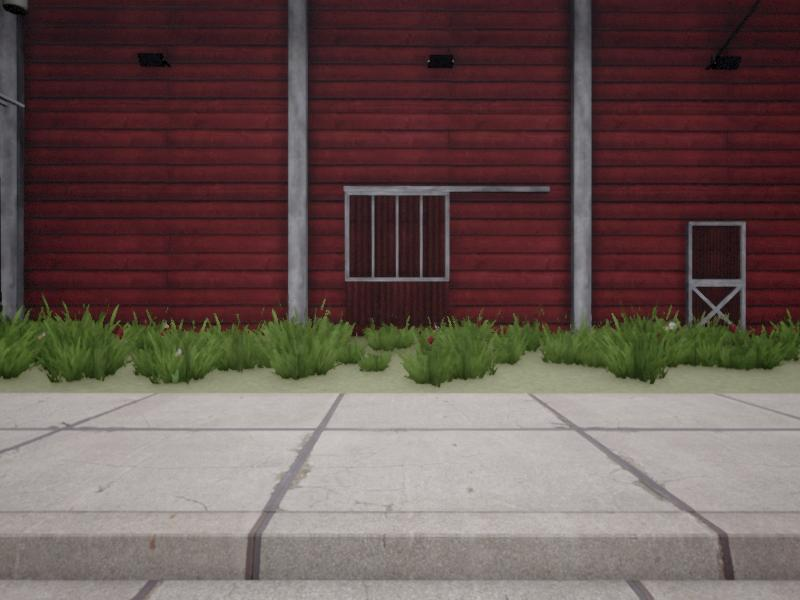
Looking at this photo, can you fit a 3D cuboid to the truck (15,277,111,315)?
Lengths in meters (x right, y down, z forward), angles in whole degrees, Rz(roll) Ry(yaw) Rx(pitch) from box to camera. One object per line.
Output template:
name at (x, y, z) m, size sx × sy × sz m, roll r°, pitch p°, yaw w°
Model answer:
truck at (-24.074, -0.275, 28.942) m, size 2.627 × 2.467 × 5.204 m, roll 0°, pitch 0°, yaw -1°

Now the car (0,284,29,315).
car at (-27.516, -0.061, 25.792) m, size 2.150 × 2.045 × 5.566 m, roll 0°, pitch 0°, yaw -1°
